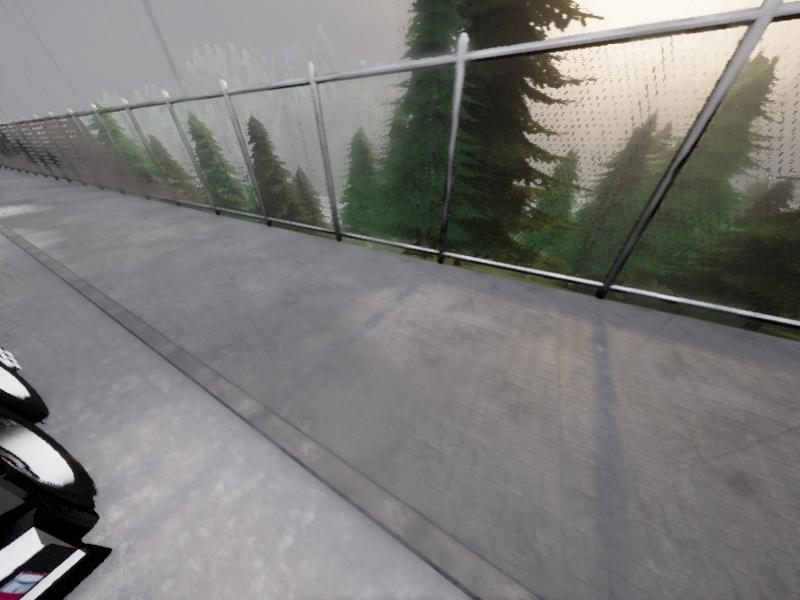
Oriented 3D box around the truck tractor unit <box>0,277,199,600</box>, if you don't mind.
[{"bbox_3d":[-5.133,-0.279,0.750,6.516,4.208,3.053,17,39,23],"label":"truck tractor unit"}]
